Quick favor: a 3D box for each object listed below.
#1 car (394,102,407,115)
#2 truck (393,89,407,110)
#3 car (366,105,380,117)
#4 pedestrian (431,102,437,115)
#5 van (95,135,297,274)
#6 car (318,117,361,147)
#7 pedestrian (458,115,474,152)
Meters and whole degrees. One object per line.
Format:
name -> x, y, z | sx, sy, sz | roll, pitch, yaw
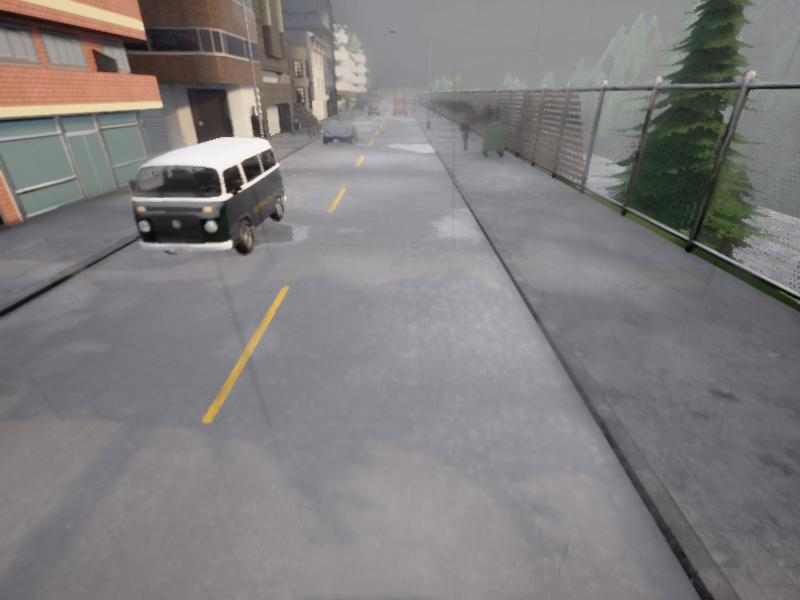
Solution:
car -> 0.037, -31.499, 65.729 | 2.097, 1.767, 4.553 | 0, 27, 0
truck -> 0.060, -44.759, 89.213 | 2.891, 3.827, 8.468 | 0, 27, 0
car -> -3.965, -28.579, 60.361 | 1.816, 1.474, 4.193 | 0, 27, 0
pedestrian -> 5.207, -28.993, 60.554 | 0.751, 1.860, 0.751 | 0, 27, 0
van -> -3.996, -2.432, 9.048 | 2.069, 2.038, 4.480 | 0, 27, 0
car -> -3.986, -11.462, 27.171 | 2.163, 1.488, 4.792 | 0, 27, 0
pedestrian -> 3.732, -9.413, 22.571 | 0.751, 1.860, 0.751 | 4, 28, 8
